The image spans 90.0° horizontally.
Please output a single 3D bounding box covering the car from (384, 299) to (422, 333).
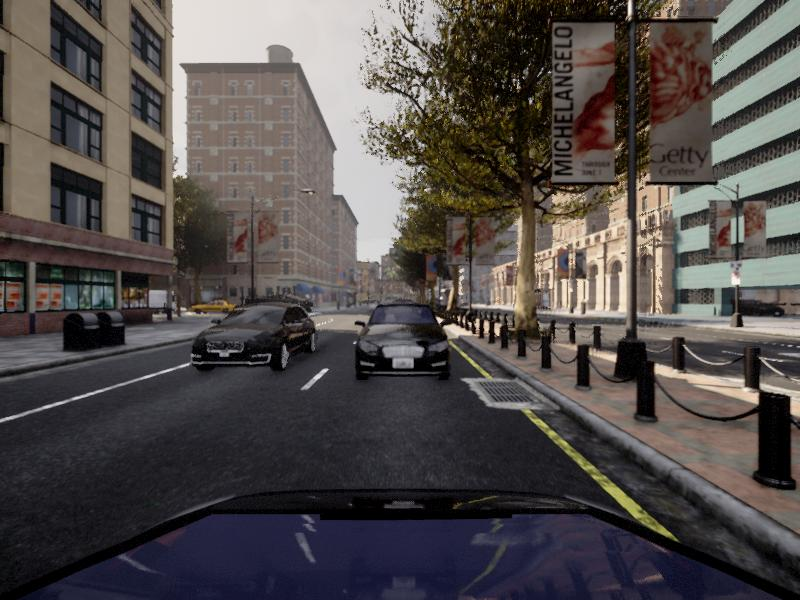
[{"bbox_3d":[0.159,0.758,21.192,1.851,1.617,3.988,0,0,0],"label":"car"}]

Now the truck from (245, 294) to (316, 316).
[{"bbox_3d":[-11.652,0.489,39.348,6.274,2.098,2.390,0,0,8],"label":"truck"}]

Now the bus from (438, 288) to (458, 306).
[{"bbox_3d":[12.147,-0.678,102.385,3.944,4.253,10.273,0,0,0],"label":"bus"}]

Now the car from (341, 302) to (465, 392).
[{"bbox_3d":[0.072,0.822,9.349,2.128,1.511,4.902,0,0,0],"label":"car"}]

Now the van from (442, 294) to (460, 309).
[{"bbox_3d":[8.507,0.285,67.300,2.351,2.431,6.366,0,0,0],"label":"van"}]

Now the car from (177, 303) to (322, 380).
[{"bbox_3d":[-3.425,0.831,10.271,1.837,1.490,4.892,0,0,0],"label":"car"}]

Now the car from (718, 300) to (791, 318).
[{"bbox_3d":[31.085,0.708,35.321,2.161,1.482,4.786,0,0,0],"label":"car"}]

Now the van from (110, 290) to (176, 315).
[{"bbox_3d":[-27.712,0.262,43.276,5.915,2.561,1.988,0,0,0],"label":"van"}]

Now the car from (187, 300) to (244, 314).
[{"bbox_3d":[-19.901,0.741,43.364,5.366,1.575,1.801,0,0,-2],"label":"car"}]
